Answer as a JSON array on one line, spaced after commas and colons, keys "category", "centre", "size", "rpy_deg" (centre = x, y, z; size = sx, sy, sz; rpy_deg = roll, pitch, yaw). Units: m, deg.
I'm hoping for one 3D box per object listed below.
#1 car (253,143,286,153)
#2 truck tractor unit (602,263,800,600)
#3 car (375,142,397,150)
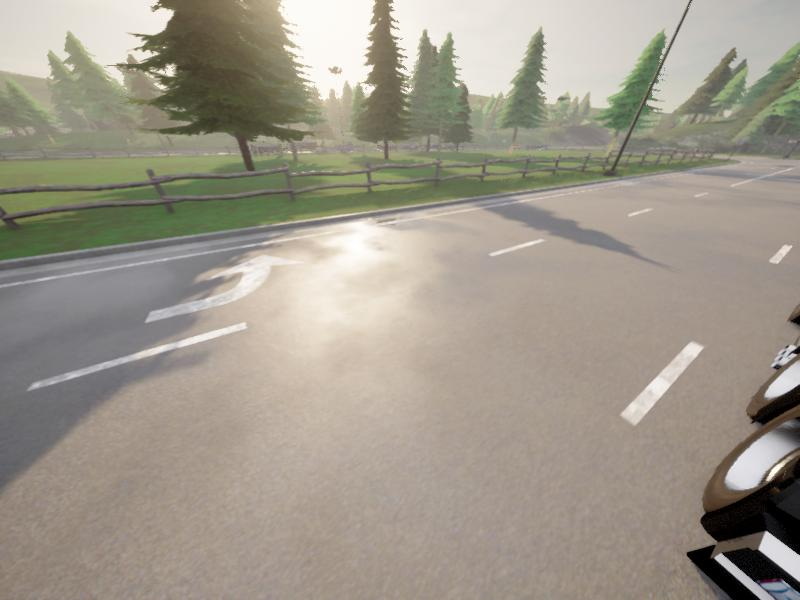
[{"category": "car", "centre": [-25.338, -29.604, 44.903], "size": [5.238, 1.638, 1.930], "rpy_deg": [-18, 39, -24]}, {"category": "truck tractor unit", "centre": [5.108, -0.303, 0.789], "size": [6.516, 4.208, 3.053], "rpy_deg": [-18, 39, -24]}, {"category": "car", "centre": [-3.561, -38.951, 58.522], "size": [5.238, 1.638, 1.930], "rpy_deg": [-18, 39, -24]}]
